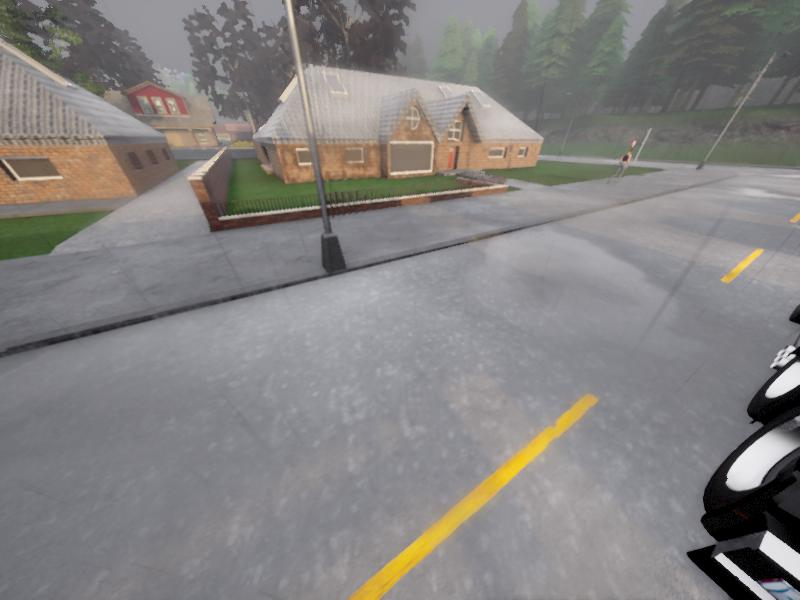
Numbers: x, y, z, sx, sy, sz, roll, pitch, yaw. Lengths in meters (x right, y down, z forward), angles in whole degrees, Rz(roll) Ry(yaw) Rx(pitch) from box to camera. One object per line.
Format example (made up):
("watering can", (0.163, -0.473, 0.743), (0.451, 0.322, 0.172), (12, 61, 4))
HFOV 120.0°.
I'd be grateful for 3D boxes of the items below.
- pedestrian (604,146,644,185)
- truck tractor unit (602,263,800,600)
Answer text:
("pedestrian", (12.870, -7.745, 13.337), (0.751, 1.860, 0.751), (-15, 38, -21))
("truck tractor unit", (5.115, -0.295, 0.796), (6.516, 4.208, 3.053), (-18, 39, -24))
